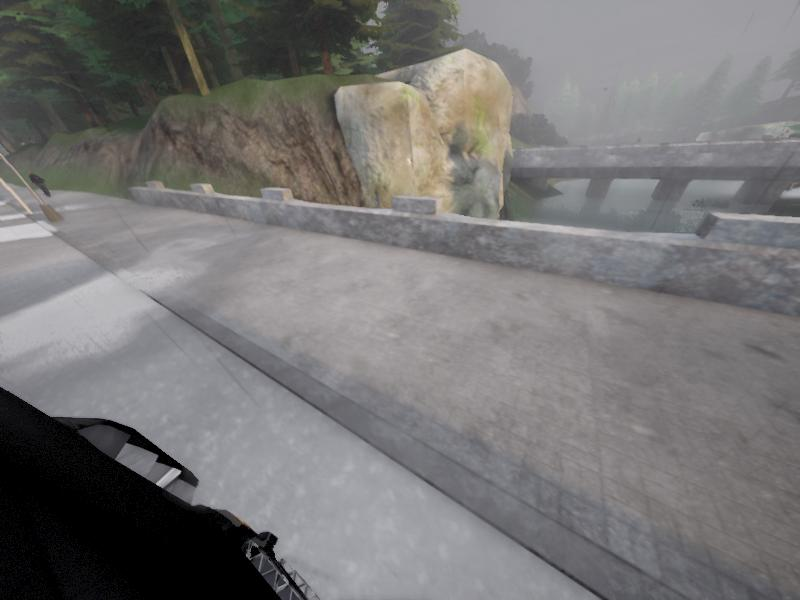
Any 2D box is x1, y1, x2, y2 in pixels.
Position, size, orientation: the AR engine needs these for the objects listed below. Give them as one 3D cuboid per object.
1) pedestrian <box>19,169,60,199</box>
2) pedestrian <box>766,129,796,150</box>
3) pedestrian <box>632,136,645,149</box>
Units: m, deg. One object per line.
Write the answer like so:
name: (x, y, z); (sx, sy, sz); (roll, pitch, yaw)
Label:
pedestrian: (-26.188, -8.431, 16.793); (0.751, 1.860, 0.751); (18, 39, 28)
pedestrian: (40.897, -17.233, 24.826); (0.751, 1.860, 0.751); (16, 38, 26)
pedestrian: (40.411, -26.706, 39.140); (0.751, 1.860, 0.751); (17, 39, 28)
